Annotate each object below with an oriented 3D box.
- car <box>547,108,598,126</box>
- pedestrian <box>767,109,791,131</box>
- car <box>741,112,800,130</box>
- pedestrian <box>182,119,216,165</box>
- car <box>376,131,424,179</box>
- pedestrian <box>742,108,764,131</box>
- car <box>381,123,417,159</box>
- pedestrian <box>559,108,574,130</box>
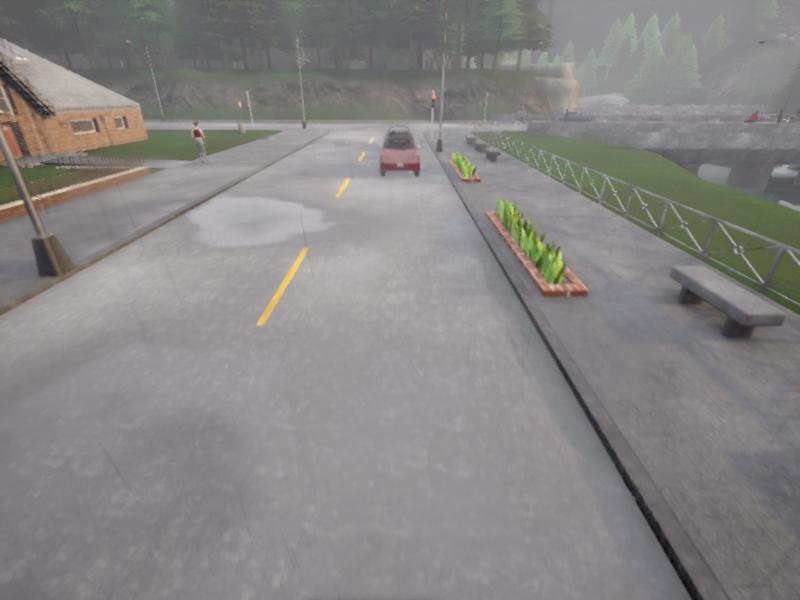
[{"bbox_3d":[19.425,-20.706,45.232,4.611,1.667,2.242,0,27,0],"label":"car"},{"bbox_3d":[35.042,-16.650,37.002,0.751,1.860,0.751,4,27,6],"label":"pedestrian"},{"bbox_3d":[39.128,-18.732,41.750,4.974,1.542,2.038,-1,27,0],"label":"car"},{"bbox_3d":[-9.023,-7.090,18.013,0.751,1.860,0.751,1,27,1],"label":"pedestrian"},{"bbox_3d":[0.002,-6.360,17.315,1.845,1.501,3.633,0,27,0],"label":"car"},{"bbox_3d":[32.993,-16.871,37.415,0.751,1.860,0.751,5,28,10],"label":"pedestrian"},{"bbox_3d":[-0.033,-9.012,22.534,1.816,1.474,4.193,0,27,0],"label":"car"},{"bbox_3d":[15.259,-16.637,36.782,0.751,1.860,0.751,0,27,0],"label":"pedestrian"}]
